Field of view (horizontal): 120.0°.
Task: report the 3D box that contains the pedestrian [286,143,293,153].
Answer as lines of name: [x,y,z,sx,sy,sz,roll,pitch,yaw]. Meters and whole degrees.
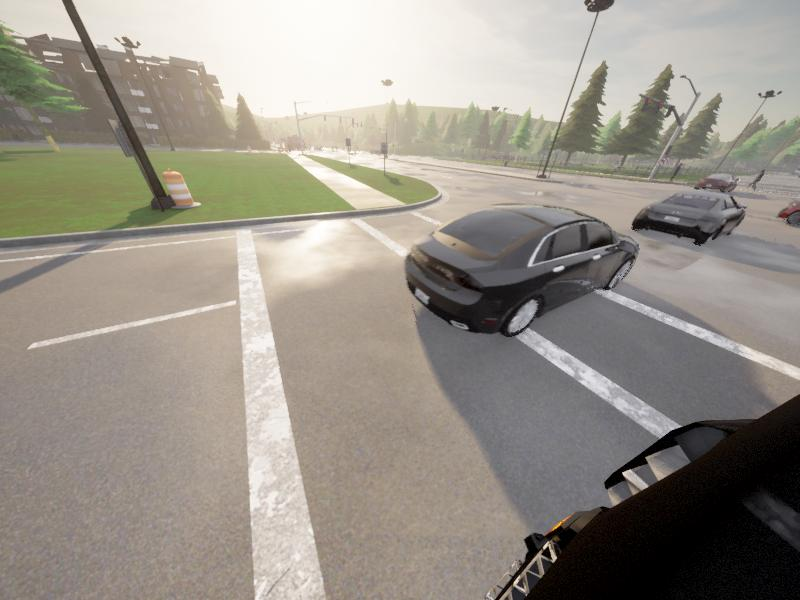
pedestrian: [-23.818,-32.793,49.769,0.751,1.860,0.751,-15,38,-25]

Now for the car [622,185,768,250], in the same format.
car: [10.355,-3.082,8.159,4.181,1.385,1.994,-16,38,-26]

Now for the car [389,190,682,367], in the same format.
car: [2.399,-0.876,4.107,4.892,1.490,1.837,-16,38,-26]

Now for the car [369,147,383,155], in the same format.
car: [-6.993,-42.850,66.470,1.930,1.638,5.238,-15,38,-25]

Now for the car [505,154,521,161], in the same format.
car: [37.850,-47.811,77.421,4.856,1.649,2.033,-16,38,-26]

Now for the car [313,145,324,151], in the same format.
car: [-26.589,-49.585,75.220,1.837,1.490,4.892,-16,38,-26]

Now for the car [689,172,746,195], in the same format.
car: [28.258,-10.427,20.545,4.674,1.442,1.812,-16,38,-26]

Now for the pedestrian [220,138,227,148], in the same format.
pedestrian: [-41.733,-37.091,54.580,0.751,1.860,0.751,-15,37,-24]

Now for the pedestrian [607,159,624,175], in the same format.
pedestrian: [29.644,-18.292,31.804,0.751,1.860,0.751,-13,37,-22]

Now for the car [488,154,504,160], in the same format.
car: [34.369,-51.167,82.484,5.027,1.651,2.152,-16,38,-26]

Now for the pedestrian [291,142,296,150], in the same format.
pedestrian: [-28.237,-40.705,61.065,0.751,1.860,0.751,-19,39,-29]

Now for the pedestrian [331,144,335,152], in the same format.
pedestrian: [-20.102,-45.560,69.293,0.751,1.860,0.751,-9,35,-18]

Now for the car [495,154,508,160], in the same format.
car: [34.807,-49.139,79.292,3.988,1.617,1.851,-16,38,-26]

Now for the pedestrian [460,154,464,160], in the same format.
pedestrian: [15.050,-34.870,56.331,0.500,1.100,0.500,-13,37,-23]

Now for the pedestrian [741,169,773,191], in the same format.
pedestrian: [35.384,-11.922,22.928,0.751,1.860,0.751,-7,35,-14]

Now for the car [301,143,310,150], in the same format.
car: [-30.814,-50.063,75.279,1.905,1.878,3.866,-16,38,-26]

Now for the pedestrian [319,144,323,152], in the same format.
pedestrian: [-22.273,-43.010,65.284,0.751,1.860,0.751,-15,37,-25]

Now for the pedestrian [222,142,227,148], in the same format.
pedestrian: [-42.002,-37.125,55.298,0.500,1.100,0.500,-16,38,-26]

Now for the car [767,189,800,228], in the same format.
car: [18.937,-3.365,9.248,1.994,1.385,4.181,-15,38,-25]

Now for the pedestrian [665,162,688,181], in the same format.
pedestrian: [32.399,-15.005,27.067,0.751,1.860,0.751,-13,37,-23]

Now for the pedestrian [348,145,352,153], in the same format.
pedestrian: [-15.061,-45.647,69.815,0.751,1.860,0.751,3,34,1]

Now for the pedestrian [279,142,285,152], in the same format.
pedestrian: [-26.913,-34.837,52.610,0.751,1.860,0.751,-16,38,-26]

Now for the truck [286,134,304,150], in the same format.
truck: [-32.539,-48.771,71.431,2.891,3.827,8.468,-16,38,-26]
